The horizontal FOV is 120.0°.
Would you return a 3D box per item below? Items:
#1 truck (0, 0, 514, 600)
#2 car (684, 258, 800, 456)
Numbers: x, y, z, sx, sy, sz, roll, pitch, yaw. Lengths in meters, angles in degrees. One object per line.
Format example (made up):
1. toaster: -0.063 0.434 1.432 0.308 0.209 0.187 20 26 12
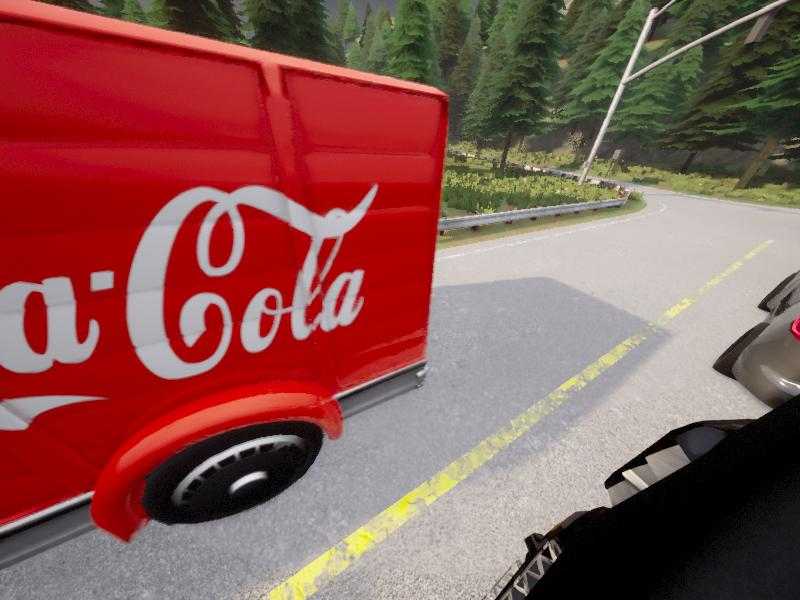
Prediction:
1. truck: -2.541 0.120 1.335 5.204 2.467 2.627 -16 38 -26
2. car: 5.831 0.332 2.379 4.611 1.667 2.242 -16 38 -26
